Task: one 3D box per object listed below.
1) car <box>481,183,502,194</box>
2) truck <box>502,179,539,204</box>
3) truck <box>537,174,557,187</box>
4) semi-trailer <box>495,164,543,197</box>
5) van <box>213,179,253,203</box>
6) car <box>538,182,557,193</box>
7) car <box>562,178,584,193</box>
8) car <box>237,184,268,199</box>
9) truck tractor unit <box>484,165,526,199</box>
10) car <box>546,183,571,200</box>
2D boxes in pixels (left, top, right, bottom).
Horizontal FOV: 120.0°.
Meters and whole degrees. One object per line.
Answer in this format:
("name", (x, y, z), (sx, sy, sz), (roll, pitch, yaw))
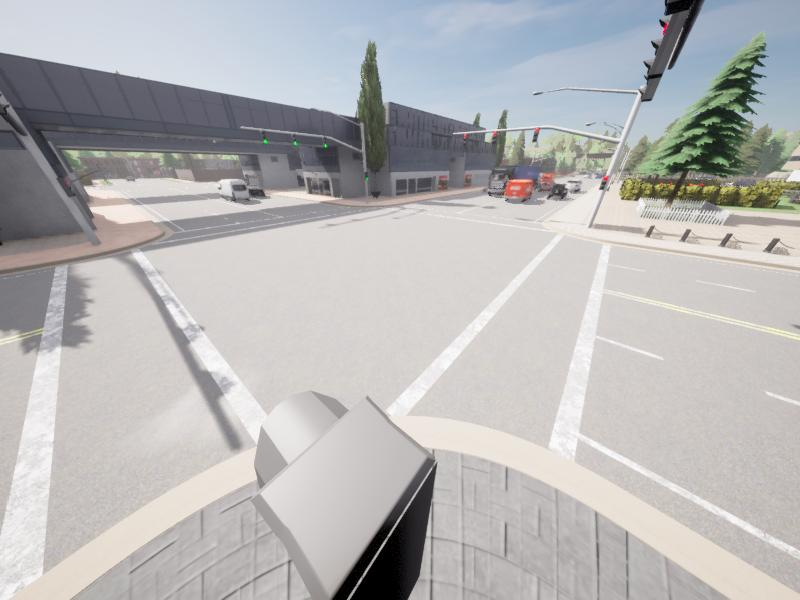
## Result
("car", (16.035, -19.514, 40.437), (1.994, 1.385, 4.181), (23, 37, 34))
("truck", (16.084, -14.574, 30.785), (2.627, 2.467, 5.204), (23, 37, 34))
("truck", (35.300, -28.737, 55.315), (2.627, 2.467, 5.204), (23, 37, 34))
("semi-trailer", (20.884, -21.005, 39.972), (2.717, 4.402, 14.254), (23, 37, 34))
("van", (-22.429, -14.725, 30.972), (5.915, 2.561, 1.988), (23, 37, 34))
("car", (26.976, -20.656, 42.250), (1.845, 1.501, 3.633), (23, 37, 34))
("car", (31.963, -21.126, 42.552), (2.150, 2.045, 5.566), (23, 37, 34))
("car", (-22.463, -16.641, 35.188), (5.238, 1.638, 1.930), (23, 37, 34))
("truck tractor unit", (15.801, -17.888, 34.771), (3.053, 4.208, 6.516), (23, 37, 34))
("car", (22.707, -15.552, 33.043), (1.905, 1.878, 3.866), (23, 36, 34))
